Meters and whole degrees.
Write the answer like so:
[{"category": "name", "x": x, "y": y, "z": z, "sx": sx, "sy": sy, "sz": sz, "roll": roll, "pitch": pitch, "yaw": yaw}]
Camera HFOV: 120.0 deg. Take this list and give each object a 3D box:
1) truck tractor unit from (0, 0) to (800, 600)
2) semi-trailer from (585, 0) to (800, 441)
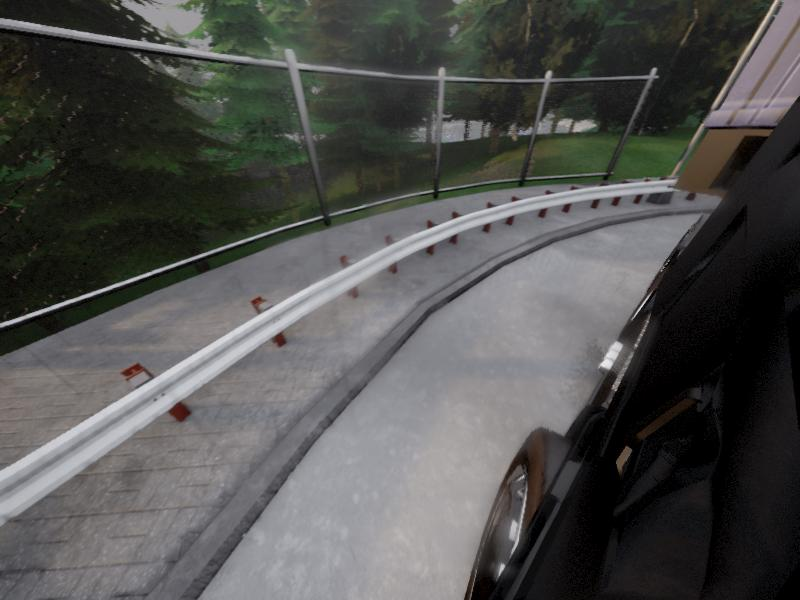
[{"category": "truck tractor unit", "x": 2.645, "y": -0.295, "z": 0.351, "sx": 6.516, "sy": 4.208, "sz": 3.053, "roll": -28, "pitch": 44, "yaw": -30}, {"category": "semi-trailer", "x": 9.819, "y": -2.411, "z": 2.574, "sx": 14.254, "sy": 4.402, "sz": 2.717, "roll": -12, "pitch": 38, "yaw": -13}]
